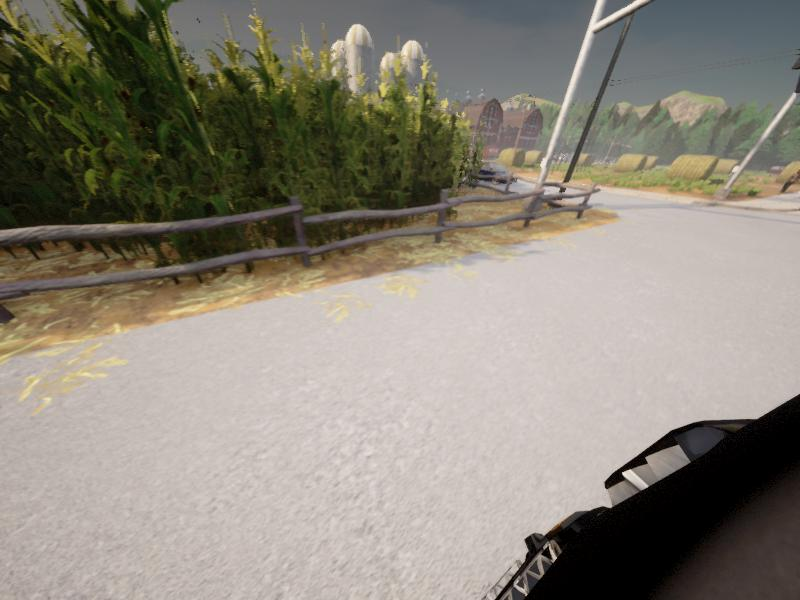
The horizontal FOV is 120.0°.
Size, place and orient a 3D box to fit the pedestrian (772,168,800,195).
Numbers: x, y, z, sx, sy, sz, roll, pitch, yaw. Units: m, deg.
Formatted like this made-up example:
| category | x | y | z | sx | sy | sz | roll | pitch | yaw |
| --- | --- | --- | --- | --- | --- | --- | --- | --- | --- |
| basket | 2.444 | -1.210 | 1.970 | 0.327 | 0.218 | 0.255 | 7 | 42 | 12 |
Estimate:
| category | x | y | z | sx | sy | sz | roll | pitch | yaw |
| --- | --- | --- | --- | --- | --- | --- | --- | --- | --- |
| pedestrian | 31.363 | -9.509 | 18.534 | 0.751 | 1.860 | 0.751 | -19 | 39 | -29 |

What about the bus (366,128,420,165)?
| category | x | y | z | sx | sy | sz | roll | pitch | yaw |
| --- | --- | --- | --- | --- | --- | --- | --- | --- | --- |
| bus | -1.515 | -24.103 | 36.427 | 3.944 | 4.253 | 10.273 | -15 | 38 | -25 |

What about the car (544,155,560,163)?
| category | x | y | z | sx | sy | sz | roll | pitch | yaw |
| --- | --- | --- | --- | --- | --- | --- | --- | --- | --- |
| car | 49.167 | -45.653 | 74.753 | 4.605 | 1.855 | 1.932 | -17 | 38 | -27 |

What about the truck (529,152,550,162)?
| category | x | y | z | sx | sy | sz | roll | pitch | yaw |
| --- | --- | --- | --- | --- | --- | --- | --- | --- | --- |
| truck | 42.995 | -44.042 | 71.335 | 5.204 | 2.467 | 2.627 | -17 | 38 | -27 |

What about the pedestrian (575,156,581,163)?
| category | x | y | z | sx | sy | sz | roll | pitch | yaw |
| --- | --- | --- | --- | --- | --- | --- | --- | --- | --- |
| pedestrian | 57.239 | -45.033 | 74.096 | 0.751 | 1.860 | 0.751 | -23 | 41 | -33 |

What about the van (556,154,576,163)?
| category | x | y | z | sx | sy | sz | roll | pitch | yaw |
| --- | --- | --- | --- | --- | --- | --- | --- | --- | --- |
| van | 56.376 | -48.051 | 78.373 | 6.366 | 2.431 | 2.351 | -17 | 38 | -27 |

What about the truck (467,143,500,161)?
| category | x | y | z | sx | sy | sz | roll | pitch | yaw |
| --- | --- | --- | --- | --- | --- | --- | --- | --- | --- |
| truck | 23.052 | -40.879 | 63.886 | 8.468 | 3.827 | 2.891 | -17 | 38 | -27 |

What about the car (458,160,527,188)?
| category | x | y | z | sx | sy | sz | roll | pitch | yaw |
| --- | --- | --- | --- | --- | --- | --- | --- | --- | --- |
| car | 7.357 | -10.411 | 18.890 | 2.163 | 1.488 | 4.792 | -16 | 38 | -26 |
